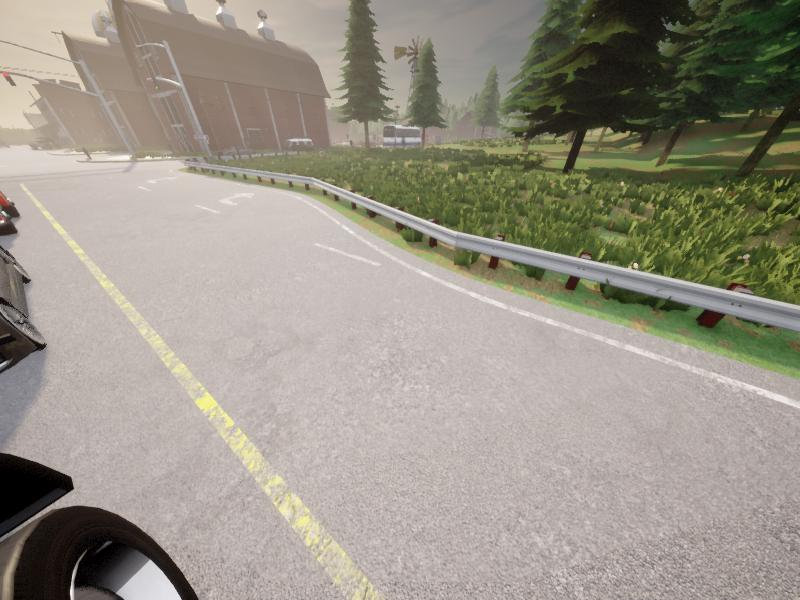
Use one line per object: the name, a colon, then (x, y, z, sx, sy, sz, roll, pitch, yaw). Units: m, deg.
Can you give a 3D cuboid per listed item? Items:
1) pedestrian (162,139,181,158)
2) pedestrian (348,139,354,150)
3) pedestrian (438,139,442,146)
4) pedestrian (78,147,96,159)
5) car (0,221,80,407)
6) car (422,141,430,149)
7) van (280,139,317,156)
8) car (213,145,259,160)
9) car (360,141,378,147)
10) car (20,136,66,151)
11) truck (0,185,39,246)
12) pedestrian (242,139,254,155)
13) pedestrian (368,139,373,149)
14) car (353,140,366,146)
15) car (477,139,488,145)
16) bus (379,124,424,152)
pedestrian: (-26.988, -17.925, 27.315, 0.751, 1.860, 0.751, 22, 40, 27)
pedestrian: (-9.913, -31.697, 46.999, 0.751, 1.860, 0.751, 20, 40, 26)
pedestrian: (12.772, -50.110, 73.316, 0.751, 1.860, 0.751, 16, 38, 21)
pedestrian: (-33.740, -15.817, 24.886, 0.500, 1.100, 0.500, 1, 35, 1)
car: (-6.373, -0.094, 2.712, 4.902, 1.511, 2.128, 22, 41, 28)
car: (6.426, -38.238, 56.967, 1.845, 1.501, 3.633, 3, 35, 4)
van: (-15.279, -23.234, 35.097, 2.069, 2.038, 4.480, 22, 40, 28)
car: (-20.549, -18.655, 29.131, 1.994, 1.385, 4.181, 22, 41, 28)
car: (-8.933, -44.680, 66.096, 4.902, 1.511, 2.128, 21, 40, 27)
car: (-65.228, -28.690, 42.295, 3.866, 1.878, 1.905, -6, 41, -6)
truck: (-12.586, -2.885, 5.778, 5.204, 2.467, 2.627, 22, 40, 27)
pedestrian: (-21.830, -22.038, 33.194, 0.751, 1.860, 0.751, 22, 41, 28)
pedestrian: (-6.610, -34.720, 51.317, 0.751, 1.860, 0.751, 22, 40, 28)
car: (-13.446, -52.056, 76.527, 1.816, 1.474, 4.193, 22, 40, 27)
car: (30.942, -59.297, 86.793, 1.905, 1.878, 3.866, -5, 36, -8)
bus: (0.587, -33.736, 48.201, 3.944, 4.253, 10.273, 22, 41, 28)
